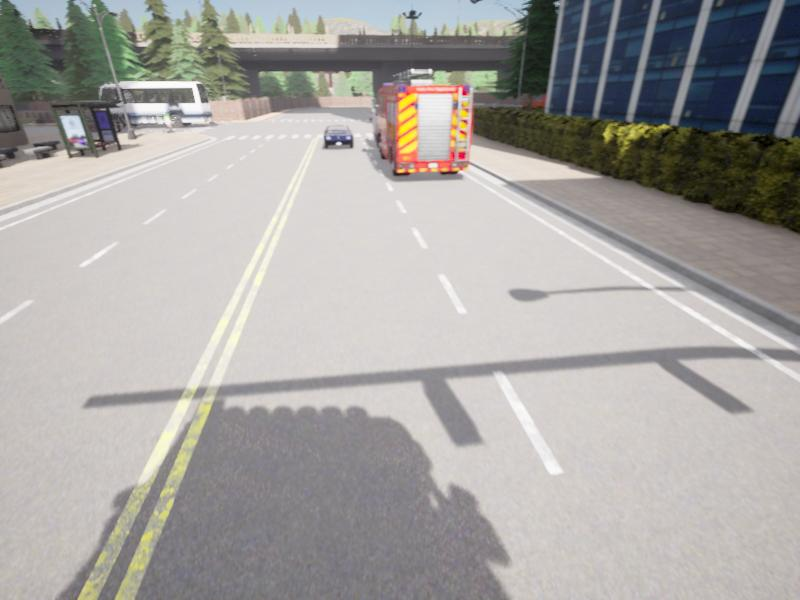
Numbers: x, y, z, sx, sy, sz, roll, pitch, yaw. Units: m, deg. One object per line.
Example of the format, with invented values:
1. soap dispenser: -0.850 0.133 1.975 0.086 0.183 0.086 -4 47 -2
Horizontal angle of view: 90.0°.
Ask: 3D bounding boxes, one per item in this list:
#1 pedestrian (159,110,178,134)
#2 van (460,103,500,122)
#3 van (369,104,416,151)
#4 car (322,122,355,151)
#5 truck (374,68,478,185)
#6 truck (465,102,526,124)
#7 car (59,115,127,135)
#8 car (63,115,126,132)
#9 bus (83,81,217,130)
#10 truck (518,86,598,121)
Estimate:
1. pedestrian: -20.312 -15.616 35.076 0.751 1.860 0.751 10 29 19
2. van: 9.826 -23.242 49.485 4.442 1.987 1.775 -4 27 -7
3. van: -0.636 -11.699 26.766 2.351 2.431 6.366 -4 27 -7
4. car: -4.075 -10.875 26.441 1.895 1.301 4.718 -4 27 -7
5. truck: 0.684 -8.094 18.202 2.891 3.827 8.468 -4 27 -7
6. truck: 11.033 -21.762 46.466 6.274 2.098 2.390 -4 27 -7
7. car: -27.072 -15.535 35.472 4.193 1.474 1.816 -4 27 -8
8. car: -29.148 -16.936 38.343 4.181 1.385 1.994 -5 27 -8
9. bus: -25.333 -20.126 41.352 10.273 4.253 3.944 -3 27 -6
10. truck: 19.711 -24.760 50.314 8.468 3.827 2.891 -4 27 -7
